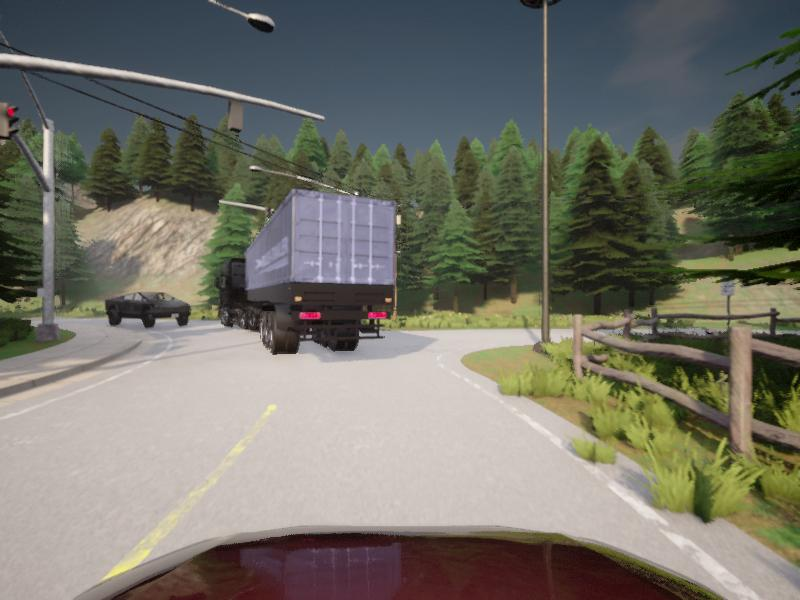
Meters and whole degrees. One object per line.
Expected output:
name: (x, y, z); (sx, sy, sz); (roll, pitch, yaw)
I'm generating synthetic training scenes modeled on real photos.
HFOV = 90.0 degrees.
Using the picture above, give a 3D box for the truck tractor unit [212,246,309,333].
truck tractor unit: (-8.091, -0.505, 22.746); (3.053, 4.208, 6.516); (0, 0, -40)

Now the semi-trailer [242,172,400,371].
semi-trailer: (-4.284, -0.604, 15.862); (2.717, 4.402, 14.254); (1, 0, -25)

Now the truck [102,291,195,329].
truck: (-15.691, 0.562, 24.859); (6.274, 2.098, 2.390); (0, 0, 32)
